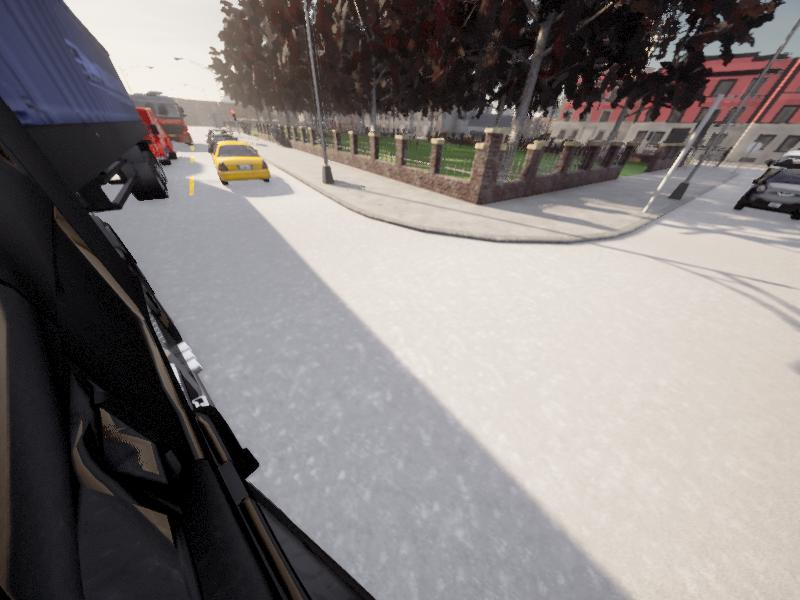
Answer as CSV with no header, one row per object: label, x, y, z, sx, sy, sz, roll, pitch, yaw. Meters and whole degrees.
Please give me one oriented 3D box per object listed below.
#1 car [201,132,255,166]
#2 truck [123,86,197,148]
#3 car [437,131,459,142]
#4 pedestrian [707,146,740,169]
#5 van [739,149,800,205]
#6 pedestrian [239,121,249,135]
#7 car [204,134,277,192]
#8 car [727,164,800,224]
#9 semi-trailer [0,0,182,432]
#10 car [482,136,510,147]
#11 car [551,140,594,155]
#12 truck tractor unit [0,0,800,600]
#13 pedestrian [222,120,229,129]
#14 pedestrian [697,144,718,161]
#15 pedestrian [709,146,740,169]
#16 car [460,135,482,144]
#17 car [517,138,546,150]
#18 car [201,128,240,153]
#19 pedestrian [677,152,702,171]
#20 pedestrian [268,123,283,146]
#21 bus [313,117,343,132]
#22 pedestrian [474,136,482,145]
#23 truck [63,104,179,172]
car,-11.384,-10.009,15.150,2.033,1.411,5.357,-22,43,-29
truck,-22.241,-16.800,21.502,2.891,3.827,8.468,-26,46,-33
car,10.956,-37.585,53.068,1.932,1.855,4.605,-21,43,-29
pedestrian,30.996,-13.665,22.167,0.751,1.860,0.751,-9,38,-15
van,20.260,-6.478,11.925,4.480,2.038,2.069,-21,43,-29
pedestrian,-26.547,-29.233,39.281,0.751,1.860,0.751,-21,43,-29
car,-7.258,-6.308,10.310,1.801,1.575,5.366,-21,43,-28
car,15.170,-4.296,9.106,3.633,1.501,1.845,-21,43,-29
semi-trailer,-7.823,-4.087,4.930,2.717,4.402,14.254,-24,44,-31
car,18.536,-30.743,44.699,2.007,1.525,4.514,-21,43,-29
car,26.536,-23.662,35.770,1.837,1.490,4.892,-22,43,-29
truck tractor unit,-2.645,-0.295,0.352,6.516,4.208,3.053,28,44,30
pedestrian,-43.936,-44.190,58.167,0.751,1.860,0.751,-20,42,-27
pedestrian,41.669,-19.994,31.318,0.751,1.860,0.751,-16,41,-23
pedestrian,31.537,-13.861,22.464,0.751,1.860,0.751,-11,39,-18
car,14.957,-33.882,48.708,1.970,1.475,3.806,-21,43,-28
car,22.669,-27.104,40.074,1.789,1.549,3.705,-21,43,-29
car,-15.145,-13.506,19.471,1.845,1.501,3.633,-23,44,-30
pedestrian,25.276,-12.100,20.173,0.751,1.300,0.751,-21,43,-28
pedestrian,-12.959,-17.205,24.069,0.751,1.860,0.751,-21,43,-29
bus,-28.270,-69.082,91.045,10.273,4.253,3.944,-3,37,-7
pedestrian,14.373,-29.428,42.646,0.751,1.300,0.751,-21,43,-29
truck,-14.367,-8.896,12.531,2.627,2.467,5.204,-21,45,-29
